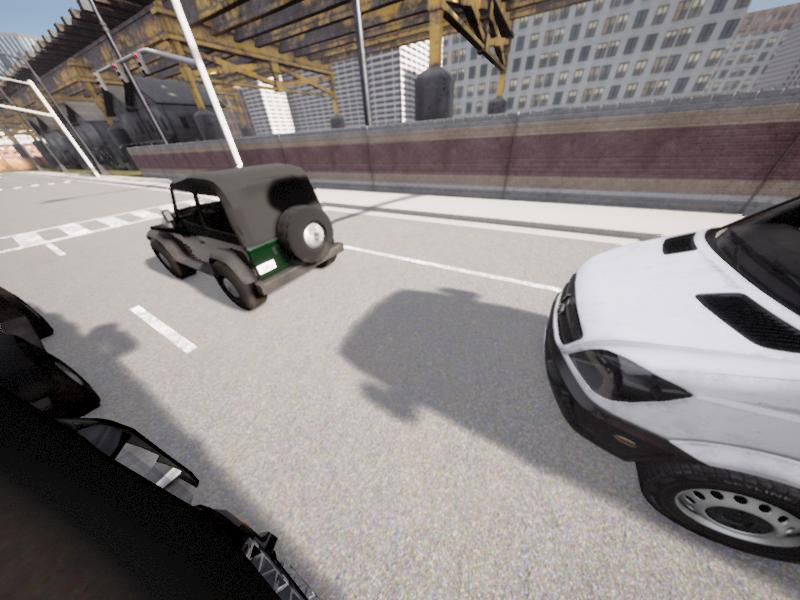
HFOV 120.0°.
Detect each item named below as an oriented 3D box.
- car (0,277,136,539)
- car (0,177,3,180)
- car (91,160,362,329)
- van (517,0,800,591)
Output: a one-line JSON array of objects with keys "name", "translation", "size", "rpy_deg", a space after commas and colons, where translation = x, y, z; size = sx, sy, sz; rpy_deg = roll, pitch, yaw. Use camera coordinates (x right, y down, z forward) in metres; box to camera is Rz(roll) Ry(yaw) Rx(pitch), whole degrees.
[{"name": "car", "translation": [-4.605, 0.521, 1.749], "size": [3.866, 1.878, 1.905], "rpy_deg": [16, 40, 26]}, {"name": "car", "translation": [-57.978, -17.399, 31.972], "size": [5.027, 1.651, 2.152], "rpy_deg": [16, 40, 26]}, {"name": "car", "translation": [-2.950, -1.342, 4.209], "size": [3.866, 1.878, 1.905], "rpy_deg": [16, 40, 26]}, {"name": "van", "translation": [3.946, 0.424, 0.547], "size": [5.915, 2.561, 1.988], "rpy_deg": [16, 40, 26]}]
